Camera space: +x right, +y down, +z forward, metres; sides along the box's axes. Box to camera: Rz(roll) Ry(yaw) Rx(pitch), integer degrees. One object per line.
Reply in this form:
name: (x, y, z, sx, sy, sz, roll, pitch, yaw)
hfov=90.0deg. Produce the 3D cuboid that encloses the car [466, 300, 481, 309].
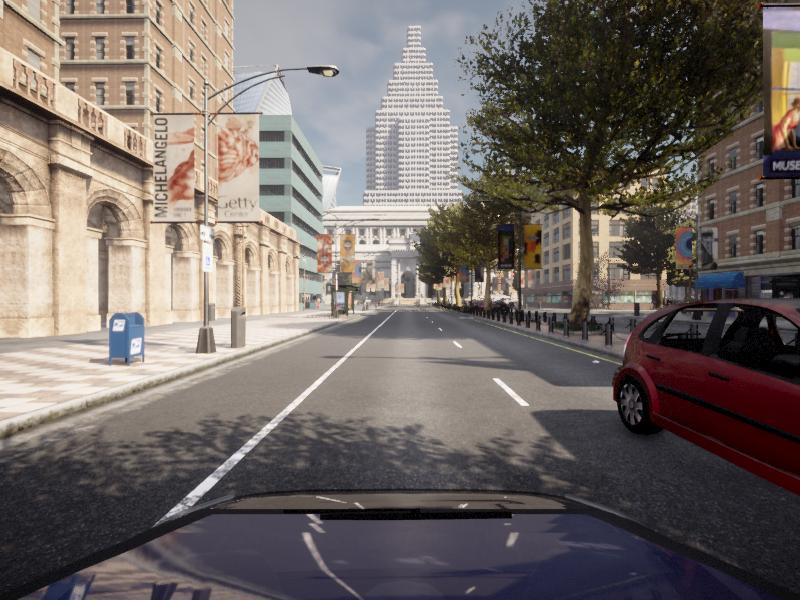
car: (12.915, 0.823, 70.753, 1.882, 1.535, 5.008, 0, 0, 1)

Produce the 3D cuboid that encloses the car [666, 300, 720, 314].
car: (34.731, 0.826, 47.556, 4.974, 1.542, 2.038, 0, 0, -1)

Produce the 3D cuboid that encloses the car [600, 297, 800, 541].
car: (3.587, 0.788, 3.390, 1.851, 1.617, 3.988, 0, 0, 1)

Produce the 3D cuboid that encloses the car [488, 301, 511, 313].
car: (12.511, 0.870, 50.707, 1.812, 1.442, 4.674, 0, 0, 1)
